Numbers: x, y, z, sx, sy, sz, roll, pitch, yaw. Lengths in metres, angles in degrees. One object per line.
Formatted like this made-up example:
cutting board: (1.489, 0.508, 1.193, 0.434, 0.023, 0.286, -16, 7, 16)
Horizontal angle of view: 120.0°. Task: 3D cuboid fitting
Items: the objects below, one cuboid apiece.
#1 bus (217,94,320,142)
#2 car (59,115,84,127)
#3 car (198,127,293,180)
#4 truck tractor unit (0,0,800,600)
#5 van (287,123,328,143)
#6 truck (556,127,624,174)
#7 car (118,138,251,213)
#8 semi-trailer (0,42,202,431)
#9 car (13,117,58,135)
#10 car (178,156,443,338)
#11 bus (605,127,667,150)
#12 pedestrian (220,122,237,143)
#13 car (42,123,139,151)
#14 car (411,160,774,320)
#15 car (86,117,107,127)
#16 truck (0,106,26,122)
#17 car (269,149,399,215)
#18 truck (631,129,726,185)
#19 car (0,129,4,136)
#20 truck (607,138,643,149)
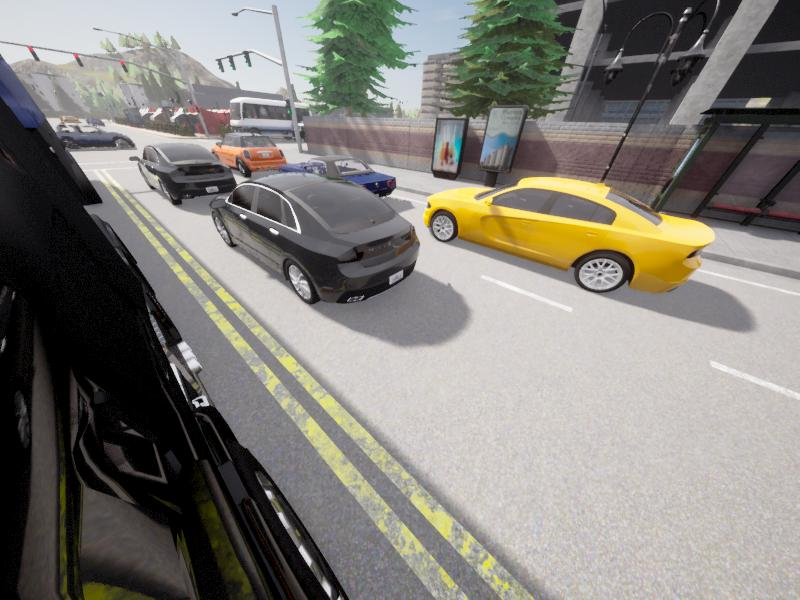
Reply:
bus: (-16.509, -23.501, 30.348, 3.944, 4.253, 10.273, 28, 44, 30)
car: (-58.734, -31.928, 41.292, 5.008, 1.535, 1.882, 28, 43, 29)
car: (-7.821, -7.546, 11.730, 4.553, 1.767, 2.097, 28, 44, 30)
truck tractor unit: (-2.645, -0.295, 0.351, 6.516, 4.208, 3.053, 28, 44, 30)
van: (-12.251, -22.469, 31.083, 2.069, 2.038, 4.480, 24, 42, 26)
truck: (13.953, -11.032, 16.932, 2.615, 2.467, 5.204, 28, 44, 30)
car: (-7.406, -4.460, 7.885, 4.892, 1.490, 1.837, 28, 44, 30)
semi-trailer: (-8.697, -3.608, 4.224, 14.254, 4.402, 2.717, 28, 44, 30)
car: (-41.382, -19.864, 26.323, 4.792, 1.488, 2.163, 28, 44, 30)
car: (-1.889, -1.514, 4.299, 4.892, 1.490, 1.837, 28, 44, 30)
bus: (61.491, -42.483, 60.716, 10.273, 4.253, 3.944, 28, 44, 30)
pedestrian: (-18.348, -17.949, 24.774, 0.751, 1.860, 0.751, -4, 37, -9)
car: (-22.301, -11.858, 16.823, 1.970, 1.475, 3.806, 27, 43, 29)
car: (2.834, -1.748, 4.874, 5.008, 1.535, 1.882, 28, 44, 30)
car: (-61.278, -35.969, 46.581, 4.193, 1.474, 1.816, 28, 44, 30)
truck: (-85.019, -39.650, 49.163, 5.204, 2.467, 2.627, 3, 37, 1)
car: (-2.472, -4.485, 8.395, 4.718, 1.301, 1.895, 28, 44, 30)
truck: (17.255, -9.273, 14.791, 2.615, 2.467, 5.204, 28, 44, 30)
car: (-40.066, -16.498, 21.828, 5.366, 1.575, 1.801, 29, 44, 31)
truck: (58.220, -40.697, 59.924, 6.274, 2.098, 2.390, 28, 44, 30)
